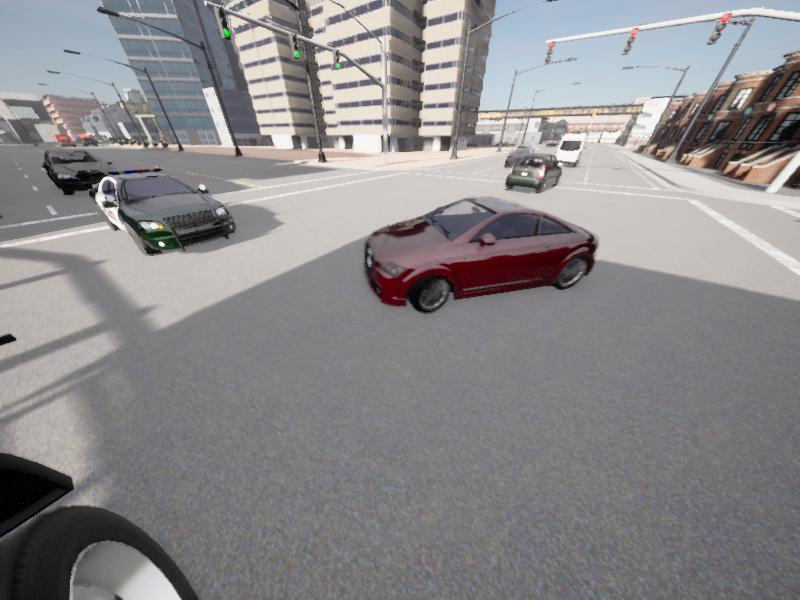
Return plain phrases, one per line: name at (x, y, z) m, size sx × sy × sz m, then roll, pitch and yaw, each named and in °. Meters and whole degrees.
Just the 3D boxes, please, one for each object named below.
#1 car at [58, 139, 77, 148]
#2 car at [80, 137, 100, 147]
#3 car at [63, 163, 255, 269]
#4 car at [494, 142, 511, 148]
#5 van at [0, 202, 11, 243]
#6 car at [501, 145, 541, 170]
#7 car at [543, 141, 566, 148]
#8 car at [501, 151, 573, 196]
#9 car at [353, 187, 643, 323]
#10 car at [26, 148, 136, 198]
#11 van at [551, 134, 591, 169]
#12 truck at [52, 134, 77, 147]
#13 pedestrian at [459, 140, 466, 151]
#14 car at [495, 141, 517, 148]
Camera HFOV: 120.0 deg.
car at (-76.452, -36.067, 53.107) m, size 3.988 × 1.617 × 1.851 m, roll 25°, pitch 42°, yaw 31°
car at (-73.873, -37.594, 55.002) m, size 3.866 × 1.878 × 1.905 m, roll 25°, pitch 42°, yaw 31°
car at (-6.490, -2.587, 6.201) m, size 4.974 × 1.542 × 2.038 m, roll 22°, pitch 41°, yaw 28°
car at (29.466, -44.514, 66.306) m, size 3.806 × 1.475 × 1.970 m, roll 20°, pitch 40°, yaw 27°
van at (-12.437, -2.644, 5.832) m, size 4.442 × 1.987 × 1.775 m, roll 25°, pitch 42°, yaw 30°
car at (11.285, -13.228, 21.345) m, size 1.930 × 1.638 × 5.238 m, roll 22°, pitch 41°, yaw 28°
car at (44.922, -45.321, 67.345) m, size 2.128 × 1.511 × 4.902 m, roll -21°, pitch 40°, yaw -27°
car at (7.300, -6.821, 12.251) m, size 1.851 × 1.617 × 3.988 m, roll 29°, pitch 44°, yaw 34°
car at (1.419, -1.075, 4.259) m, size 4.181 × 1.385 × 1.994 m, roll -8°, pitch 36°, yaw -12°
car at (-15.780, -6.432, 11.454) m, size 4.611 × 1.667 × 2.242 m, roll 22°, pitch 41°, yaw 28°
van at (16.922, -14.765, 22.794) m, size 1.988 × 2.561 × 5.915 m, roll 23°, pitch 41°, yaw 28°
truck at (-82.425, -39.321, 56.881) m, size 5.204 × 2.467 × 2.627 m, roll 28°, pitch 44°, yaw 32°
pedestrian at (12.333, -30.523, 45.572) m, size 0.751 × 1.860 × 0.751 m, roll -26°, pitch 43°, yaw -32°
car at (31.452, -46.270, 68.596) m, size 5.238 × 1.638 × 1.930 m, roll 20°, pitch 40°, yaw 27°
